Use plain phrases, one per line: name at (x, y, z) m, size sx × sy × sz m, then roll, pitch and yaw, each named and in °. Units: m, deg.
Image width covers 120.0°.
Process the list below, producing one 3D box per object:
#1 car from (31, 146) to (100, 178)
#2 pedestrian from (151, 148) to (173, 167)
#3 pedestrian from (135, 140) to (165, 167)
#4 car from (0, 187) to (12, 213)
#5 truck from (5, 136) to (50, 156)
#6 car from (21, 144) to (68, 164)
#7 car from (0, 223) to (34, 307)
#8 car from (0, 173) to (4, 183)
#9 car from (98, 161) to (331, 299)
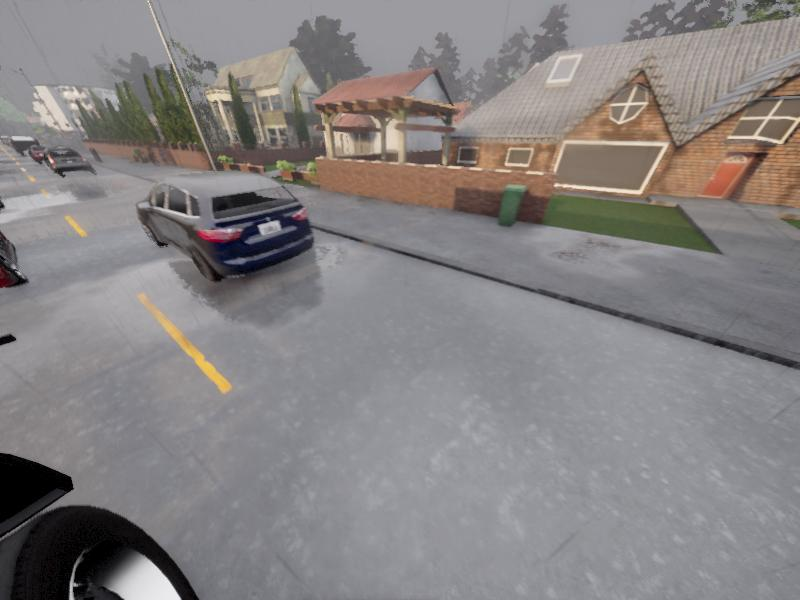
car at (-23.401, -9.752, 16.171) m, size 3.988 × 1.617 × 1.851 m, roll 22°, pitch 41°, yaw 28°
pedestrian at (-20.197, -12.148, 19.642) m, size 0.751 × 1.300 × 0.751 m, roll -21°, pitch 41°, yaw -28°
pedestrian at (-20.475, -12.022, 18.975) m, size 0.751 × 1.860 × 0.751 m, roll -5°, pitch 36°, yaw -8°
car at (-16.350, -4.066, 8.225) m, size 4.514 × 1.525 × 2.007 m, roll 22°, pitch 41°, yaw 28°
truck at (-51.585, -21.343, 31.966) m, size 6.274 × 2.098 × 2.390 m, roll 22°, pitch 40°, yaw 28°
car at (-35.354, -14.526, 22.965) m, size 4.193 × 1.474 × 1.816 m, roll 22°, pitch 41°, yaw 28°
car at (-8.542, -0.847, 3.856) m, size 4.181 × 1.385 × 1.994 m, roll 22°, pitch 41°, yaw 28°
car at (-25.321, -7.692, 13.300) m, size 4.514 × 1.525 × 2.007 m, roll 22°, pitch 41°, yaw 28°
car at (-4.144, -1.995, 5.260) m, size 4.611 × 1.667 × 2.242 m, roll 22°, pitch 41°, yaw 28°
